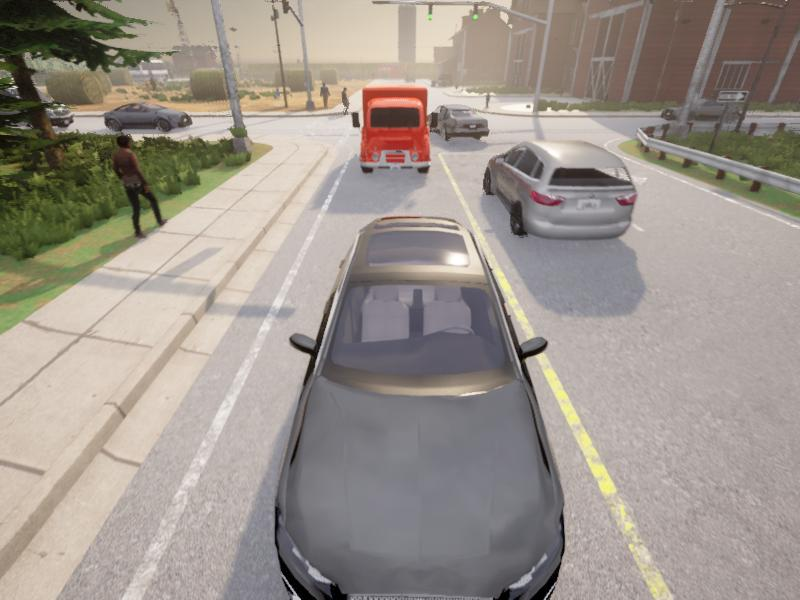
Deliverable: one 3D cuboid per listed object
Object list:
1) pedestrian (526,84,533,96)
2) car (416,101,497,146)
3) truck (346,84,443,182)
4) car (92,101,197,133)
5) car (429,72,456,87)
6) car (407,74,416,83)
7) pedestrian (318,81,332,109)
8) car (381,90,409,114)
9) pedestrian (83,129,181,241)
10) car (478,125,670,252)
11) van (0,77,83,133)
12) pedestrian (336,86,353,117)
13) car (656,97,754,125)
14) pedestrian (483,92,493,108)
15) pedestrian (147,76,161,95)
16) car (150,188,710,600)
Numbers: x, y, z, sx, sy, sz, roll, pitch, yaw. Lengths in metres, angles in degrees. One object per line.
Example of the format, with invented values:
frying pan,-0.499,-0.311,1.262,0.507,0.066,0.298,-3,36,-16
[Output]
pedestrian,13.928,-22.600,42.970,0.500,1.100,0.500,6,31,11
car,2.553,-8.871,19.816,2.033,1.411,5.357,-8,31,-13
truck,-0.170,-5.949,13.737,2.627,2.467,5.204,0,30,-1
car,-13.745,-9.988,21.784,4.181,1.385,1.994,0,30,0
car,6.822,-35.337,64.245,1.905,1.878,3.866,-31,40,-33
car,2.392,-46.781,84.463,1.789,1.549,3.705,0,30,0
pedestrian,-5.783,-15.779,30.803,0.751,1.860,0.751,-10,32,-17
car,-0.410,-15.381,30.950,1.994,1.385,4.181,-1,30,-2
pedestrian,-4.885,-2.118,7.433,0.751,1.860,0.751,2,30,3
car,3.391,-2.793,9.124,2.242,1.667,4.611,0,31,-1
van,-21.229,-10.515,21.530,5.915,2.561,1.988,0,30,0
pedestrian,-3.816,-13.706,27.571,0.751,1.860,0.751,-16,34,-25
car,18.605,-11.651,24.618,4.181,1.385,1.994,0,30,0
pedestrian,6.907,-15.723,31.449,0.500,1.100,0.500,-18,35,-28
pedestrian,-28.080,-24.455,45.632,0.751,1.860,0.751,-6,31,-10
car,0.160,0.285,4.018,2.128,1.511,4.902,1,30,1
